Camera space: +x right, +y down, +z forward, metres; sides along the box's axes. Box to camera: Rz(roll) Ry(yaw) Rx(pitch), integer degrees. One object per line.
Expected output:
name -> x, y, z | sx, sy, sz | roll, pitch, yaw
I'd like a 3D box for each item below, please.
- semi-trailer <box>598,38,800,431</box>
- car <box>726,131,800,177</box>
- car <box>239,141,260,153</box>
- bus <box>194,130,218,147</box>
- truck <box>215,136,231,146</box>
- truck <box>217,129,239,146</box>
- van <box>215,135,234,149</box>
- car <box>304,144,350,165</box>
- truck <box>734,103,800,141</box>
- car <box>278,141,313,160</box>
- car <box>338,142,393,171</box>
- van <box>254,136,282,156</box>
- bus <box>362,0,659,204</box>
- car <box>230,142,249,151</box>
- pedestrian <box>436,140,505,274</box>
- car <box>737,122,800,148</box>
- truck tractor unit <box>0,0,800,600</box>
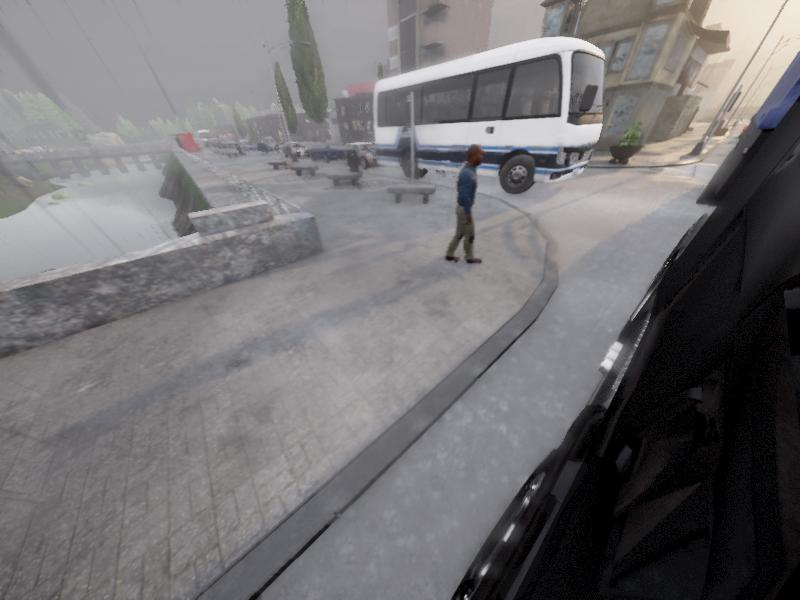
semi-trailer -> 8.688, -3.612, 4.237 | 14.254, 4.402, 2.717 | -28, 43, -30
car -> 16.970, -6.755, 10.515 | 4.718, 1.301, 1.895 | -28, 43, -30
car -> -25.455, -25.983, 39.097 | 1.816, 1.474, 4.193 | -28, 43, -30
bus -> -63.820, -53.198, 75.952 | 3.944, 4.253, 10.273 | -28, 43, -30
truck -> -57.624, -51.903, 75.287 | 2.627, 2.467, 5.204 | -28, 43, -30
truck -> -50.889, -47.865, 68.261 | 2.891, 3.827, 8.468 | -28, 43, -30
van -> -41.385, -37.213, 54.347 | 1.988, 2.561, 5.915 | -28, 43, -30
car -> -6.623, -13.138, 20.700 | 1.895, 1.301, 4.718 | -28, 43, -30
truck -> 33.964, -16.341, 21.227 | 5.204, 2.467, 2.627 | -29, 44, -29
car -> -11.535, -16.538, 25.452 | 1.970, 1.475, 3.806 | -28, 43, -30
car -> -2.541, -10.432, 16.634 | 1.970, 1.475, 3.806 | -28, 44, -30
van -> -18.193, -21.255, 31.817 | 1.775, 1.987, 4.442 | -28, 44, -30
bus -> 3.088, -7.864, 10.473 | 3.944, 4.253, 10.273 | -29, 44, -31
car -> -30.854, -29.575, 44.442 | 1.895, 1.301, 4.718 | -28, 43, -30
pedestrian -> 1.023, -1.439, 3.753 | 0.751, 1.860, 0.751 | 4, 37, 9
car -> 27.588, -12.463, 17.403 | 4.181, 1.385, 1.994 | -28, 43, -30
truck tractor unit -> 2.645, -0.295, 0.352 | 6.516, 4.208, 3.053 | -28, 44, -30
